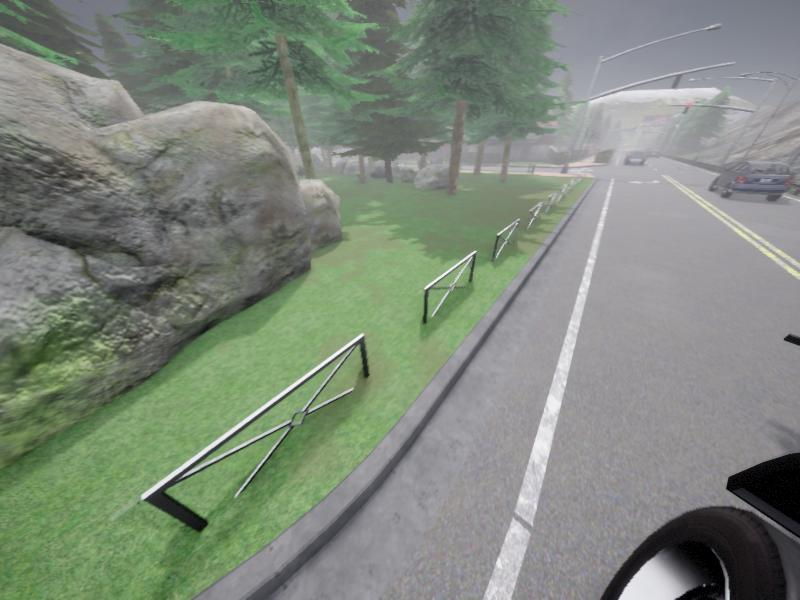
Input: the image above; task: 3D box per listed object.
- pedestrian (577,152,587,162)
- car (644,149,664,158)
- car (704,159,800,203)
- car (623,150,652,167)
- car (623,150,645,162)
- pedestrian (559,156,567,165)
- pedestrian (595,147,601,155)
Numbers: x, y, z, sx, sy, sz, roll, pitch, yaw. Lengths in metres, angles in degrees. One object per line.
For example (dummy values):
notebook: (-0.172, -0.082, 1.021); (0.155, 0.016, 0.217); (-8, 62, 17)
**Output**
pedestrian: (28.220, -22.114, 35.765); (0.751, 1.300, 0.751); (23, 40, 32)
car: (51.448, -29.694, 46.879); (2.163, 1.488, 4.792); (23, 40, 32)
car: (17.604, -6.089, 11.620); (1.789, 1.549, 3.705); (23, 40, 32)
car: (31.584, -18.962, 30.867); (2.033, 1.649, 4.856); (23, 41, 32)
car: (39.119, -24.167, 38.735); (2.128, 1.511, 4.902); (23, 40, 32)
pedestrian: (23.485, -20.133, 33.259); (0.500, 1.100, 0.500); (-3, 33, -3)
pedestrian: (58.362, -43.822, 67.933); (0.751, 1.860, 0.751); (22, 39, 31)
